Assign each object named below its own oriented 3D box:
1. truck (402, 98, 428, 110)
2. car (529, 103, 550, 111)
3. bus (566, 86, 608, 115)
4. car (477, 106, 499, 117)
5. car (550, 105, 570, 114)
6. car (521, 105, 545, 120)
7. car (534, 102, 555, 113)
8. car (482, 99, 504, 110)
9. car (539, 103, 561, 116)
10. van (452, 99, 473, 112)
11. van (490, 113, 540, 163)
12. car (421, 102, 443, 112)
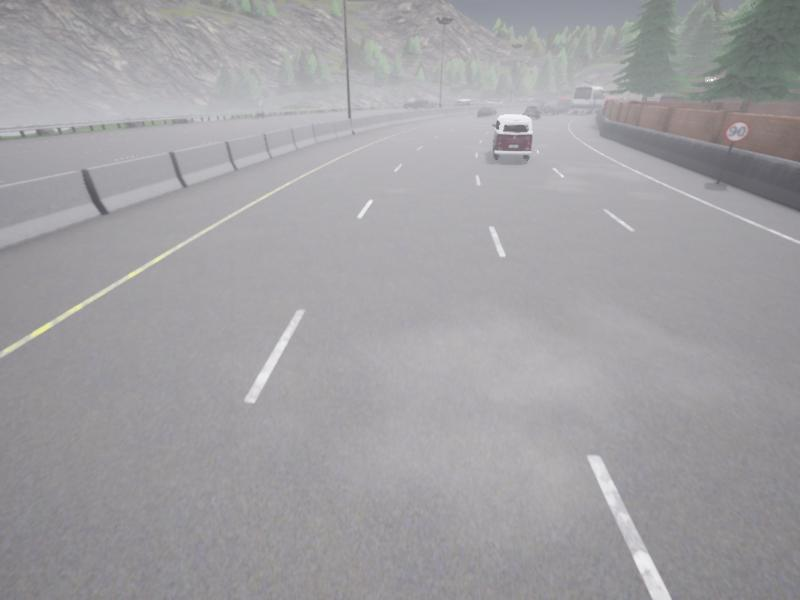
[{"bbox_3d":[3.141,-39.779,81.139,2.390,2.098,6.274,17,32,29],"label":"truck"},{"bbox_3d":[28.090,-38.983,80.742,2.033,1.411,5.357,20,33,33],"label":"car"},{"bbox_3d":[32.913,-35.115,70.242,3.944,4.253,10.273,18,32,30],"label":"bus"},{"bbox_3d":[12.956,-27.847,59.042,1.994,1.385,4.181,13,30,23],"label":"car"},{"bbox_3d":[27.994,-33.302,69.881,1.895,1.301,4.718,19,32,31],"label":"car"},{"bbox_3d":[17.953,-25.265,53.846,2.033,1.649,4.856,12,29,22],"label":"car"},{"bbox_3d":[26.485,-35.255,73.253,2.033,1.649,4.856,18,30,30],"label":"car"},{"bbox_3d":[20.241,-42.489,86.694,2.150,2.045,5.566,20,33,32],"label":"car"},{"bbox_3d":[24.242,-30.711,64.467,2.152,1.651,5.027,15,31,26],"label":"car"},{"bbox_3d":[11.810,-36.964,75.897,2.069,2.038,4.480,17,31,28],"label":"van"},{"bbox_3d":[5.970,-8.747,21.331,2.069,2.038,4.480,5,28,9],"label":"van"},{"bbox_3d":[5.878,-35.398,73.334,2.038,1.542,4.974,16,31,27],"label":"car"}]
